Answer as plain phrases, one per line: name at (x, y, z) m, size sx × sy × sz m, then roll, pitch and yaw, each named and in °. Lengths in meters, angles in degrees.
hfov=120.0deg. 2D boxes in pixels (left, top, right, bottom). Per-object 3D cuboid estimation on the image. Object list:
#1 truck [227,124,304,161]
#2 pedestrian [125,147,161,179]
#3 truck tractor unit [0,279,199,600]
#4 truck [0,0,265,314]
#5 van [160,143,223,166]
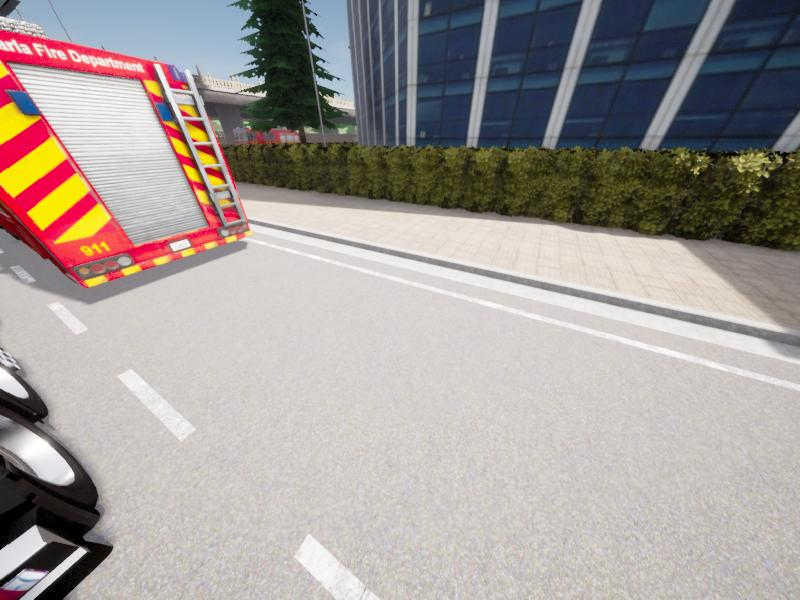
truck at (-18.209, -22.055, 32.355) m, size 2.891 × 3.827 × 8.468 m, roll 17°, pitch 38°, yaw 23°
pedestrian at (-17.667, -9.442, 15.920) m, size 0.751 × 1.860 × 0.751 m, roll 15°, pitch 38°, yaw 20°
truck tractor unit at (-5.136, -0.274, 0.741) m, size 6.516 × 4.208 × 3.053 m, roll 17°, pitch 39°, yaw 23°
truck at (-7.824, -3.227, 5.344) m, size 8.468 × 3.827 × 2.891 m, roll 17°, pitch 38°, yaw 23°
van at (-22.968, -16.264, 25.685) m, size 1.775 × 1.987 × 4.442 m, roll 17°, pitch 38°, yaw 23°
